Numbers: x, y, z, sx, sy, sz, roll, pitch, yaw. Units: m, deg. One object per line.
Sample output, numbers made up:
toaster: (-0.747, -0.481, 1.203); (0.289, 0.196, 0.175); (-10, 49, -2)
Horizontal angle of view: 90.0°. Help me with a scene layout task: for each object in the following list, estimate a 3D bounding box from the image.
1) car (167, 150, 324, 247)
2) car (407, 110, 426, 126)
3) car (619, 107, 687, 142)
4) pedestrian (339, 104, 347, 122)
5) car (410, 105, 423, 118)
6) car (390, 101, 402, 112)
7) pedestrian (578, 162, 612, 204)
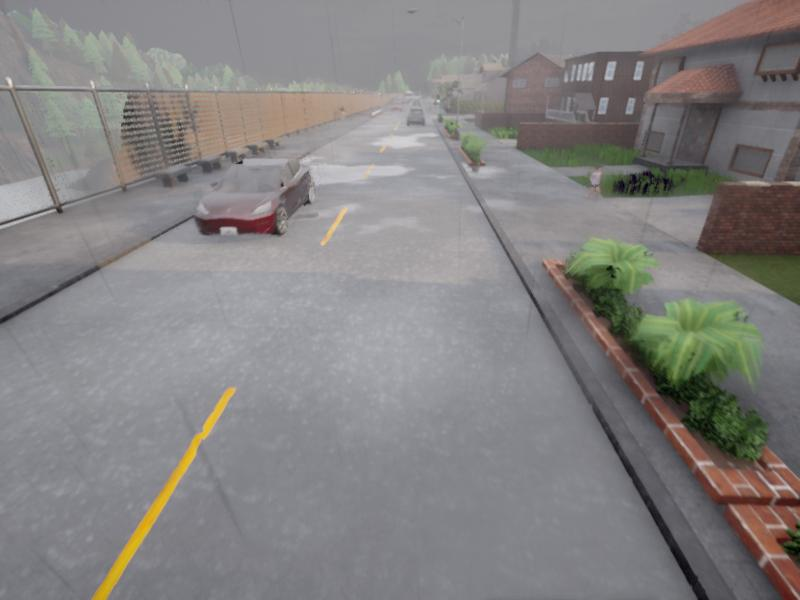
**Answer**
car: (-3.689, -2.967, 10.776); (2.163, 1.488, 4.792); (1, 27, 2)
car: (1.783, -20.263, 44.524); (1.994, 1.385, 4.181); (1, 27, 2)
car: (16.553, -11.668, 26.474); (1.905, 1.878, 3.866); (1, 27, 2)
pedestrian: (-6.807, -22.292, 47.676); (0.751, 1.860, 0.751); (1, 27, 2)
car: (2.440, -28.150, 59.677); (1.882, 1.535, 5.008); (1, 27, 2)
car: (-0.689, -38.138, 78.831); (2.097, 1.767, 4.553); (1, 27, 2)
pedestrian: (5.749, -3.452, 11.828); (0.500, 1.100, 0.500); (-4, 27, -7)
